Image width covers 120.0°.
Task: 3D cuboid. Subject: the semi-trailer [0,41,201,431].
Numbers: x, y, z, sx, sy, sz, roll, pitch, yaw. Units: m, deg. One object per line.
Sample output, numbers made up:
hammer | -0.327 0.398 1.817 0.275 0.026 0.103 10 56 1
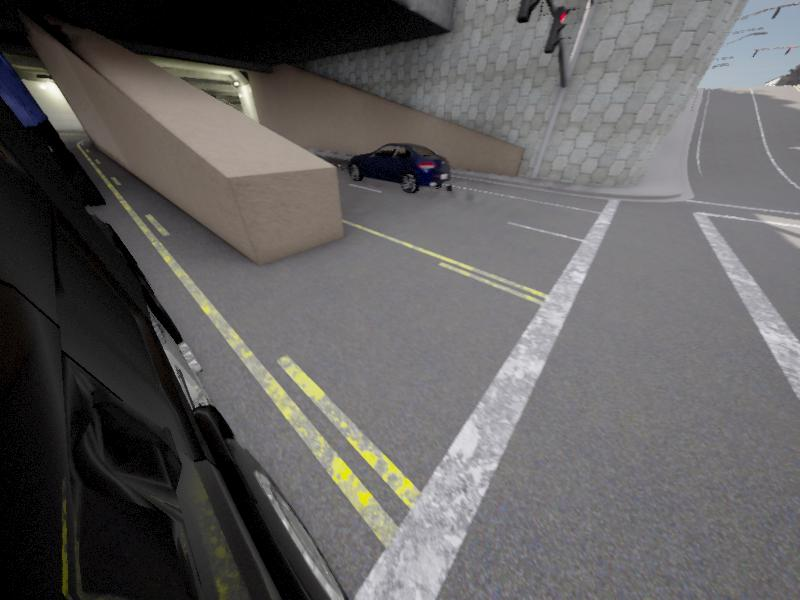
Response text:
semi-trailer | -8.686 -3.600 4.257 14.254 4.402 2.717 28 44 30

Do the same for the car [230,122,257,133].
car | -33.527 -37.036 49.624 1.932 1.855 4.605 9 37 10

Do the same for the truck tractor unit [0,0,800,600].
truck tractor unit | -2.645 -0.295 0.351 6.516 4.208 3.053 28 44 30

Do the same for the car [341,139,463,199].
car | -0.109 -6.064 10.368 5.027 1.651 2.152 29 44 31
